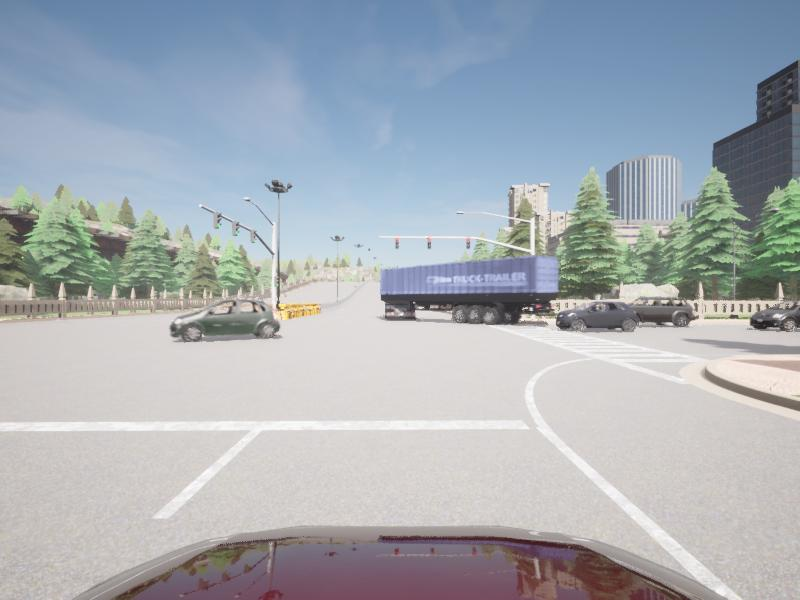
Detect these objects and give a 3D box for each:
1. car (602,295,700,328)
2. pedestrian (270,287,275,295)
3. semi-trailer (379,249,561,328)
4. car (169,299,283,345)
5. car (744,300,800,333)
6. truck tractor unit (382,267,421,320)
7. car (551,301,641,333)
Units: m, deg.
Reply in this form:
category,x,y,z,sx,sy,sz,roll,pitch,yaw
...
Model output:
category,x,y,z,sx,sy,sz,roll,pitch,yaw
car,14.821,0.657,23.806,4.605,1.855,1.932,1,0,0
pedestrian,-28.644,-2.075,89.948,0.751,1.860,0.751,0,0,0
semi-trailer,3.968,-0.631,28.492,2.717,4.402,14.254,-1,1,-41
car,-6.950,0.788,16.021,3.988,1.617,1.851,0,0,-30
car,20.273,0.788,20.327,3.988,1.617,1.851,0,0,0
truck tractor unit,0.011,-0.520,34.962,3.053,4.208,6.516,0,0,-2
car,9.804,0.826,20.215,3.633,1.501,1.845,0,0,-1
